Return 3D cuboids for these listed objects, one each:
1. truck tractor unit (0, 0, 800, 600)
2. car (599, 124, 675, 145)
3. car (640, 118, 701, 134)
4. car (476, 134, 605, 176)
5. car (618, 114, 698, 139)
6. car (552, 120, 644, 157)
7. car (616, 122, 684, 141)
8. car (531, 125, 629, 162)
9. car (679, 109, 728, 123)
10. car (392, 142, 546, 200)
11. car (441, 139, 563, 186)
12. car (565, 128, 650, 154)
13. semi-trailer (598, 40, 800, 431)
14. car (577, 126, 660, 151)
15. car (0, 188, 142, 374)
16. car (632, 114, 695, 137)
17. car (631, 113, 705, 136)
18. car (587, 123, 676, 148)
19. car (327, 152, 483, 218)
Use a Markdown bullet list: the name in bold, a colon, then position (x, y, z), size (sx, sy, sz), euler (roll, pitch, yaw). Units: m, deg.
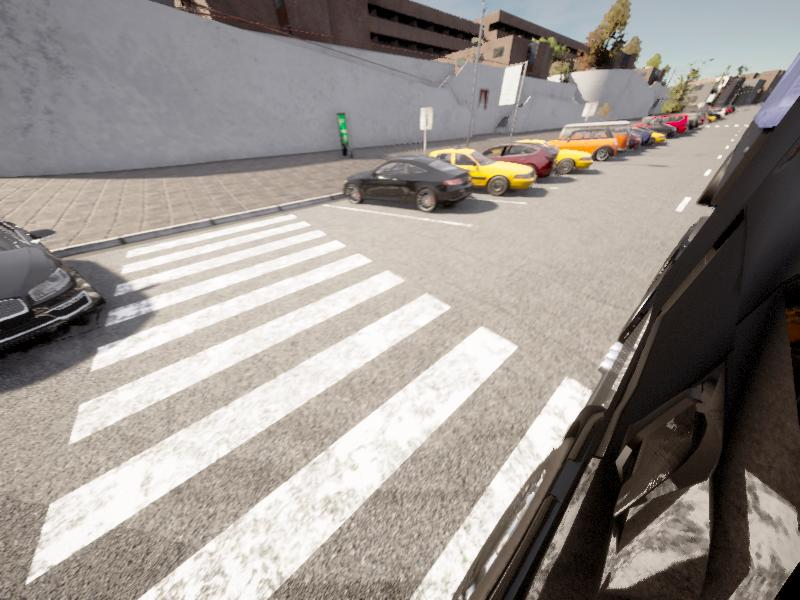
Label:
- **truck tractor unit**: position (2.645, -0.295, 0.352), size (6.516, 4.208, 3.053), euler (-28, 44, -30)
- **car**: position (22.961, -16.282, 22.763), size (4.792, 1.488, 2.163), euler (17, 41, 25)
- **car**: position (36.634, -23.760, 31.555), size (4.892, 1.521, 2.231), euler (17, 42, 25)
- **car**: position (7.104, -7.722, 12.294), size (5.366, 1.575, 1.946), euler (17, 40, 25)
- **car**: position (29.742, -20.236, 27.026), size (5.566, 2.045, 2.435), euler (17, 41, 25)
- **car**: position (13.893, -11.563, 16.663), size (4.442, 1.987, 1.878), euler (17, 40, 25)
- **car**: position (27.504, -18.754, 25.719), size (4.674, 1.452, 2.002), euler (17, 41, 25)
- **car**: position (11.530, -10.284, 15.263), size (4.553, 1.767, 2.185), euler (17, 41, 25)
- **car**: position (64.159, -38.982, 49.041), size (5.566, 2.045, 2.435), euler (17, 41, 25)
- **car**: position (2.537, -5.304, 9.314), size (5.366, 1.575, 1.946), euler (17, 40, 25)
- **car**: position (4.633, -6.541, 10.911), size (4.792, 1.488, 2.163), euler (17, 41, 25)
- **car**: position (16.083, -12.594, 18.342), size (4.674, 1.452, 2.002), euler (17, 41, 25)
- **semi-trailer**: position (8.700, -3.594, 4.244), size (14.254, 4.402, 2.717), euler (-28, 44, -30)
- **car**: position (18.337, -13.833, 19.832), size (4.792, 1.488, 2.163), euler (17, 41, 25)
- **car**: position (-6.757, -0.495, 3.460), size (4.892, 1.521, 2.231), euler (17, 40, 25)
- **car**: position (32.157, -21.427, 28.449), size (4.442, 1.987, 1.878), euler (17, 41, 25)
- **car**: position (34.361, -22.715, 29.936), size (5.566, 2.045, 2.435), euler (17, 41, 25)
- **car**: position (20.812, -15.039, 21.204), size (5.366, 1.575, 1.946), euler (17, 41, 25)
- **car**: position (0.096, -4.102, 7.926), size (4.674, 1.452, 2.002), euler (17, 41, 25)
